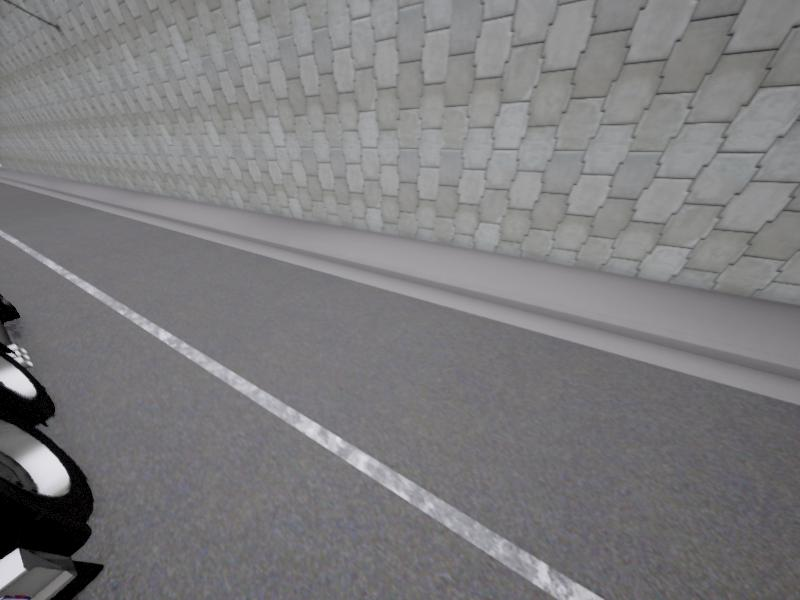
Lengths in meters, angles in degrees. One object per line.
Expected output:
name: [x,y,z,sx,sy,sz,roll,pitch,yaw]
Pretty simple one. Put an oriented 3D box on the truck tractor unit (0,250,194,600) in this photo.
truck tractor unit: [-5.086,-0.325,0.812,6.516,4.208,3.053,19,39,25]
